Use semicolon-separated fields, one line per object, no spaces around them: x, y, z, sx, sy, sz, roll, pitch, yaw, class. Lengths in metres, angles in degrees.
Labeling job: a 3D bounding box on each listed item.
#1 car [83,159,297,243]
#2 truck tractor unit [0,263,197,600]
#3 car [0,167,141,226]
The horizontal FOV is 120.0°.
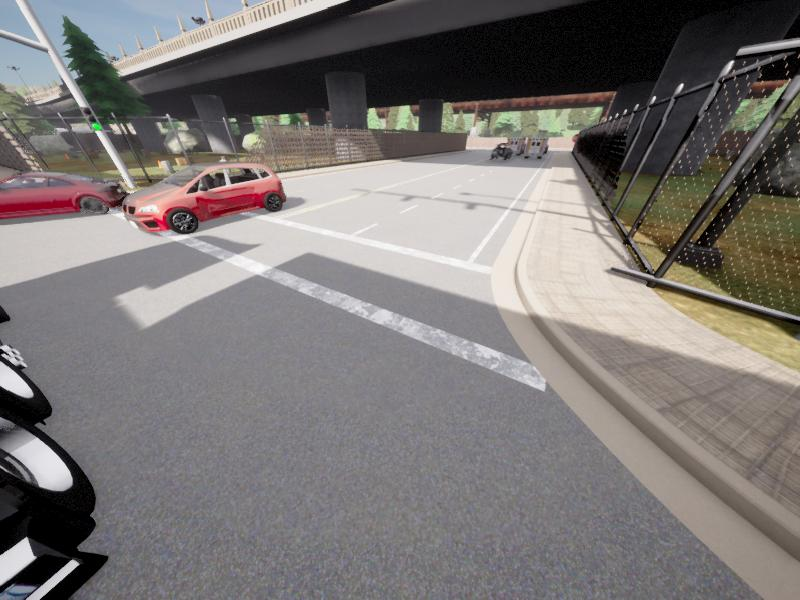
-6.379;-3.669;7.857;2.242;1.667;4.611;18;38;24;car
-5.109;-0.304;0.777;6.516;4.208;3.053;18;39;24;truck tractor unit
-12.729;-3.742;8.222;4.181;1.385;1.994;-18;39;-24;car
